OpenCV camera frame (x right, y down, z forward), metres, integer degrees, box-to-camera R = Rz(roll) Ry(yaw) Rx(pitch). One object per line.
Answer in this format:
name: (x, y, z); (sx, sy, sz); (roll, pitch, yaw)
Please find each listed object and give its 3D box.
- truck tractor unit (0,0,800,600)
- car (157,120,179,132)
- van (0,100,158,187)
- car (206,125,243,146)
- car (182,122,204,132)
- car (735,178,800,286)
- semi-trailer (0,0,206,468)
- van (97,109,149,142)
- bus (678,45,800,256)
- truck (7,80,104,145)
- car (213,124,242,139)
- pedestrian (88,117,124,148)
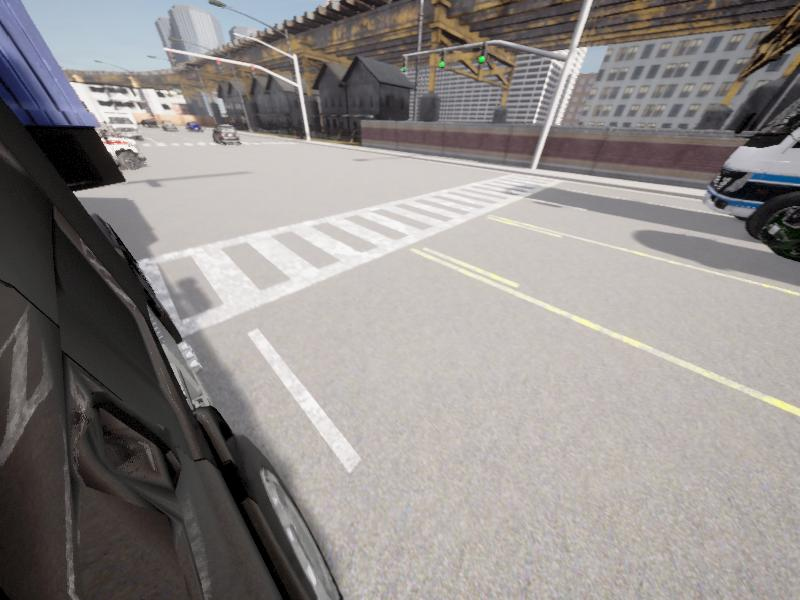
truck tractor unit: (-2.645, -0.295, 0.351); (6.516, 4.208, 3.053); (28, 44, 30)
car: (-40.845, -30.685, 40.713); (3.705, 1.549, 1.789); (31, 45, 32)
van: (-14.501, -6.122, 8.903); (2.351, 2.431, 6.366); (15, 39, 16)
car: (-18.363, -17.287, 24.219); (3.705, 1.549, 1.789); (31, 45, 32)
car: (-38.206, -31.963, 42.652); (4.674, 1.442, 1.812); (31, 45, 32)
car: (10.013, -0.574, 3.254); (5.566, 2.045, 2.150); (31, 45, 32)
semi-trailer: (-10.101, -1.174, 0.912); (14.254, 4.402, 2.717); (0, 36, -3)
van: (-29.005, -18.230, 24.139); (6.366, 2.431, 2.351); (31, 46, 33)
bus: (13.358, -2.282, 3.875); (10.273, 4.253, 3.944); (31, 45, 32)
truck: (-30.349, -16.664, 20.820); (8.468, 3.827, 2.891); (31, 45, 32)
car: (-24.198, -23.628, 32.363); (3.806, 1.475, 1.970); (31, 45, 32)
pedestrian: (-22.869, -13.038, 18.032); (0.751, 1.860, 0.751); (14, 39, 15)
